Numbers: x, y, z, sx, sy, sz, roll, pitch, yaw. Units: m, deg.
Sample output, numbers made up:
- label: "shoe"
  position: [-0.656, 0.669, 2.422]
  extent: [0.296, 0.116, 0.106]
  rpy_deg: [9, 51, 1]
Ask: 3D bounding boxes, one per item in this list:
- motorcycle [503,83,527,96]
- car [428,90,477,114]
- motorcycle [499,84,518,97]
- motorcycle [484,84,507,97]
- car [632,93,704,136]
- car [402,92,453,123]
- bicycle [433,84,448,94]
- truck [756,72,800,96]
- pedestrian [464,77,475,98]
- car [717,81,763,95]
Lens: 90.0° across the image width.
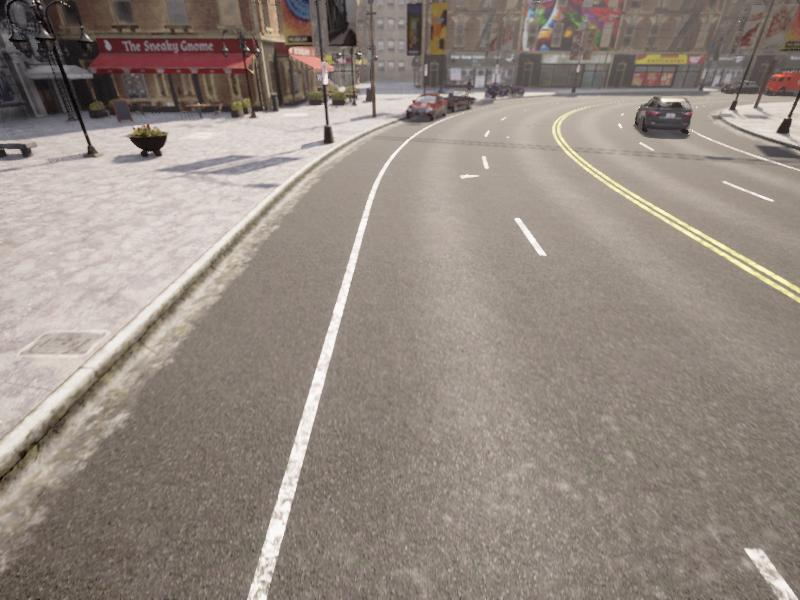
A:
- label: "motorcycle"
  position: [12.733, -23.383, 44.469]
  extent: [2.356, 1.277, 0.764]
  rpy_deg: [5, 31, 9]
- label: "car"
  position: [4.156, -15.519, 31.244]
  extent: [1.895, 1.301, 4.718]
  rpy_deg: [17, 34, 26]
- label: "motorcycle"
  position: [11.788, -22.881, 43.664]
  extent: [1.805, 1.236, 0.856]
  rpy_deg: [5, 31, 9]
- label: "motorcycle"
  position: [10.247, -22.479, 42.913]
  extent: [2.209, 1.251, 0.867]
  rpy_deg: [5, 31, 9]
- label: "car"
  position: [14.536, -10.350, 22.079]
  extent: [2.242, 1.667, 4.611]
  rpy_deg: [11, 32, 18]
- label: "car"
  position: [1.900, -12.927, 26.657]
  extent: [2.002, 1.452, 4.674]
  rpy_deg: [11, 32, 18]
- label: "bicycle"
  position: [4.864, -25.410, 48.160]
  extent: [1.643, 1.024, 0.373]
  rpy_deg: [0, 20, 0]
- label: "truck"
  position: [46.900, -25.948, 48.044]
  extent: [5.204, 2.467, 2.627]
  rpy_deg: [1, 30, 1]
- label: "pedestrian"
  position: [7.300, -22.319, 41.979]
  extent: [0.751, 1.860, 0.751]
  rpy_deg: [22, 37, 33]
- label: "car"
  position: [43.570, -27.243, 51.318]
  extent: [3.806, 1.475, 1.970]
  rpy_deg: [-1, 30, -2]
